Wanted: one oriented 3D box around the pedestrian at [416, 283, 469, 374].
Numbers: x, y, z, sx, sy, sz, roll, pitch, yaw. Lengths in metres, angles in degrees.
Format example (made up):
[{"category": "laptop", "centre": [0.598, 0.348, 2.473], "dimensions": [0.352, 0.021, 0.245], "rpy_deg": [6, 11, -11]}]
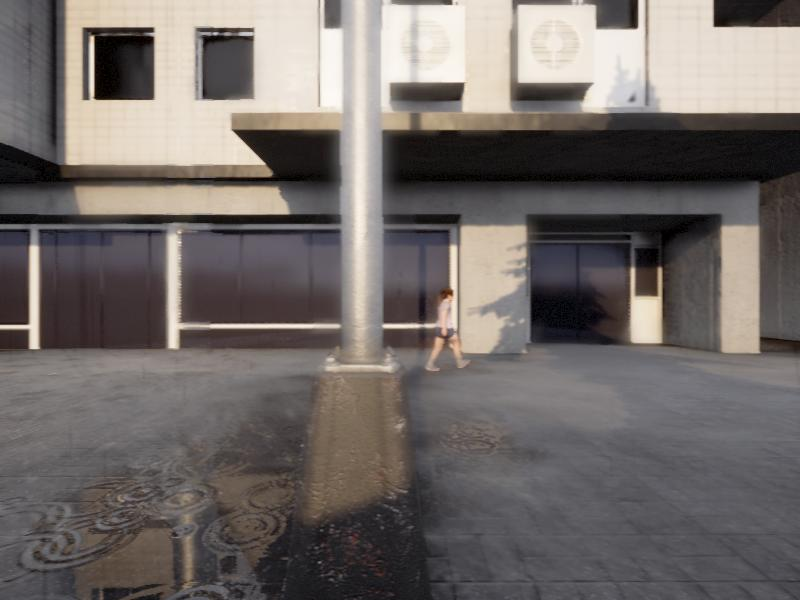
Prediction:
[{"category": "pedestrian", "centre": [0.538, 0.339, 5.161], "dimensions": [0.500, 1.100, 0.500], "rpy_deg": [0, 0, -25]}]
